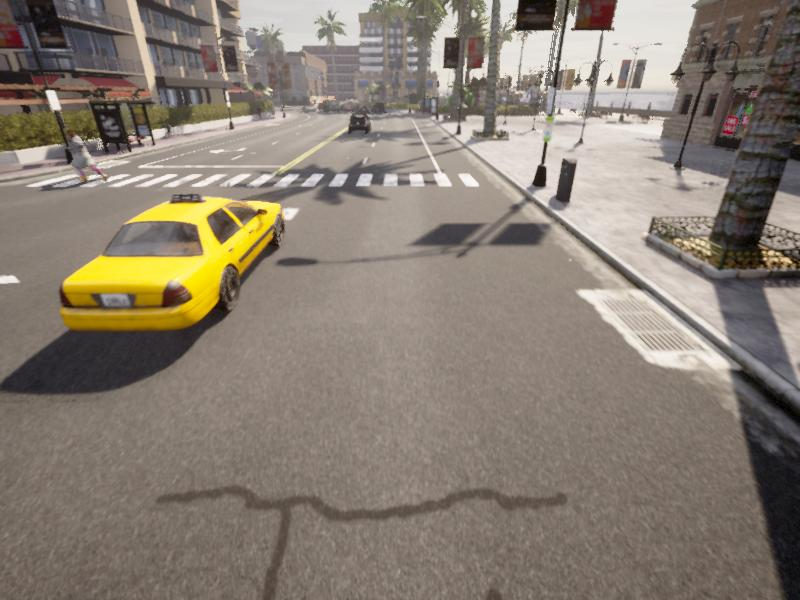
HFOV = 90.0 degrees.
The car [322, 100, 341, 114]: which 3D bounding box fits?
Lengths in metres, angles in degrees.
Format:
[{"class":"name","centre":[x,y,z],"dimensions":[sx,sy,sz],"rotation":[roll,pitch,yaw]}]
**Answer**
[{"class":"car","centre":[-12.435,-34.770,71.957],"dimensions":[2.150,2.045,5.566],"rotation":[-9,29,-18]}]

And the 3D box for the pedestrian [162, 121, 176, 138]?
[{"class":"pedestrian","centre":[-16.795,-12.381,29.119],"dimensions":[0.500,1.100,0.500],"rotation":[1,27,3]}]

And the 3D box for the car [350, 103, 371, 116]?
[{"class":"car","centre":[-6.565,-31.789,66.703],"dimensions":[2.242,1.667,4.611],"rotation":[-9,29,-18]}]

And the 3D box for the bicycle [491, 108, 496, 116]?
[{"class":"bicycle","centre":[14.067,-28.294,60.114],"dimensions":[0.373,1.024,1.643],"rotation":[0,27,-1]}]

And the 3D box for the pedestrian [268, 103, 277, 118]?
[{"class":"pedestrian","centre":[-17.217,-25.572,53.913],"dimensions":[0.751,1.860,0.751],"rotation":[-1,27,-2]}]

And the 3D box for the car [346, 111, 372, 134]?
[{"class":"car","centre":[-3.542,-15.695,35.357],"dimensions":[1.851,1.617,3.988],"rotation":[0,27,0]}]

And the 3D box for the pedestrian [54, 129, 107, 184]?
[{"class":"pedestrian","centre":[-11.944,-5.381,15.014],"dimensions":[0.751,1.860,0.751],"rotation":[0,27,0]}]

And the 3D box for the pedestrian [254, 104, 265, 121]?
[{"class":"pedestrian","centre":[-16.576,-22.180,47.323],"dimensions":[0.751,1.860,0.751],"rotation":[1,27,1]}]

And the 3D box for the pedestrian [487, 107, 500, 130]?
[{"class":"pedestrian","centre":[8.326,-16.203,35.653],"dimensions":[0.751,1.860,0.751],"rotation":[0,27,1]}]

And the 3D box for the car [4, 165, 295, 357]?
[{"class":"car","centre":[-3.511,-1.186,7.201],"dimensions":[1.801,1.575,5.366],"rotation":[0,27,0]}]

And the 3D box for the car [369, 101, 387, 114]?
[{"class":"car","centre":[-3.781,-33.189,69.050],"dimensions":[1.905,1.878,3.866],"rotation":[-9,29,-18]}]

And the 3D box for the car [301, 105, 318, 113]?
[{"class":"car","centre":[-16.464,-34.686,72.604],"dimensions":[1.895,1.301,4.718],"rotation":[-12,29,-21]}]

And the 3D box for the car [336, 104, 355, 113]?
[{"class":"car","centre":[-10.278,-36.237,75.510],"dimensions":[1.994,1.385,4.181],"rotation":[-14,30,-25]}]
